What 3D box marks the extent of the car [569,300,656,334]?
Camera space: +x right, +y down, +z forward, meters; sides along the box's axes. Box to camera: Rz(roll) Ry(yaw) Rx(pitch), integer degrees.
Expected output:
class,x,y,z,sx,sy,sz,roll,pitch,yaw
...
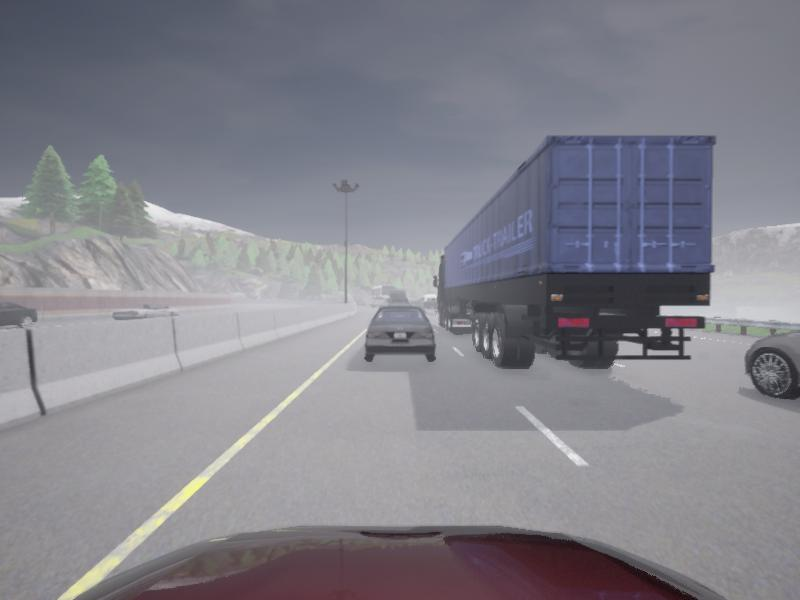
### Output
class,x,y,z,sx,sy,sz,roll,pitch,yaw
car,10.507,0.771,20.274,2.007,1.525,4.514,0,0,0

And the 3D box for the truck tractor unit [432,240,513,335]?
class,x,y,z,sx,sy,sz,roll,pitch,yaw
truck tractor unit,3.497,-0.585,21.053,3.053,4.208,6.516,0,0,0

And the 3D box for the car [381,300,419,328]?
class,x,y,z,sx,sy,sz,roll,pitch,yaw
car,0.008,0.755,24.241,2.038,1.542,4.974,0,0,0

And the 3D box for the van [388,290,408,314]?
class,x,y,z,sx,sy,sz,roll,pitch,yaw
van,-0.341,0.193,45.386,1.988,2.561,5.915,0,0,-3

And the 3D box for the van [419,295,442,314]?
class,x,y,z,sx,sy,sz,roll,pitch,yaw
van,3.255,0.447,43.679,2.069,2.038,4.480,0,0,-2

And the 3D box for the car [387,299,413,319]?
class,x,y,z,sx,sy,sz,roll,pitch,yaw
car,0.000,0.730,33.685,2.038,1.542,4.974,0,0,0

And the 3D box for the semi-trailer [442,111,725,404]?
class,x,y,z,sx,sy,sz,roll,pitch,yaw
semi-trailer,3.507,-0.659,13.133,2.717,4.402,14.254,0,0,0

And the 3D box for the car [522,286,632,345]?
class,x,y,z,sx,sy,sz,roll,pitch,yaw
car,7.006,0.521,16.707,2.150,2.045,5.566,0,0,0

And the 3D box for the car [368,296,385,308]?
class,x,y,z,sx,sy,sz,roll,pitch,yaw
car,-4.281,0.363,72.354,2.150,2.045,5.566,0,0,-13

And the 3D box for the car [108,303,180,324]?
class,x,y,z,sx,sy,sz,roll,pitch,yaw
car,-17.441,0.865,27.614,1.895,1.301,4.718,0,0,1

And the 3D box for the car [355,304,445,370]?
class,x,y,z,sx,sy,sz,roll,pitch,yaw
car,0.005,0.861,11.741,2.033,1.411,5.357,0,0,0

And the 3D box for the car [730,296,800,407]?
class,x,y,z,sx,sy,sz,roll,pitch,yaw
car,7.000,0.766,4.673,2.152,1.651,5.027,0,0,0

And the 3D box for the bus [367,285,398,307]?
class,x,y,z,sx,sy,sz,roll,pitch,yaw
bus,-3.838,-0.779,83.551,3.944,4.253,10.273,0,-1,-17

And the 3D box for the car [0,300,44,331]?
class,x,y,z,sx,sy,sz,roll,pitch,yaw
car,-20.996,0.766,20.049,1.882,1.535,5.008,0,0,0
